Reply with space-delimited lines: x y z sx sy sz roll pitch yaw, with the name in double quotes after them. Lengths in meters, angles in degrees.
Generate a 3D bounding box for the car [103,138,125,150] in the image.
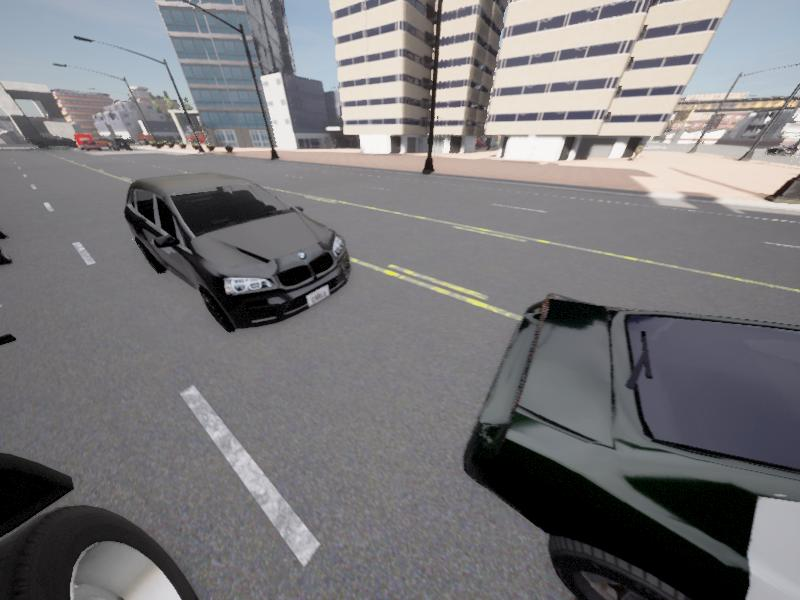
-56.367 -30.802 45.507 4.605 1.855 1.932 27 43 33 "car"

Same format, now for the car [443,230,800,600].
2.951 1.263 0.819 4.974 1.542 2.038 22 41 28 "car"

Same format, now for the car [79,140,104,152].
-53.240 -26.576 39.834 3.988 1.617 1.851 25 42 31 "car"

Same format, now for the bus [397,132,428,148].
4.334 -56.796 82.074 10.273 4.253 3.944 22 40 26 "bus"

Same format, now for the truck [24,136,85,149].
-68.781 -31.504 46.197 2.390 2.098 6.274 19 39 25 "truck"

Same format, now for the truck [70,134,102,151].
-59.216 -29.830 43.605 5.204 2.467 2.627 28 44 32 "truck"

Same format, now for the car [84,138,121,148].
-69.073 -36.629 53.740 2.097 1.767 4.553 5 35 6 "car"

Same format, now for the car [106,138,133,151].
-50.397 -27.987 41.566 3.866 1.878 1.905 23 41 28 "car"

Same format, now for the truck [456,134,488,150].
22.372 -49.506 72.472 8.468 3.827 2.891 20 40 27 "truck"

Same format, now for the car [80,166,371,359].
-3.070 -1.250 4.207 4.611 1.667 2.242 22 41 28 "car"

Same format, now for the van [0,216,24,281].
-9.720 -1.621 4.410 4.442 1.987 1.775 22 41 28 "van"

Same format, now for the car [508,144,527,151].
32.510 -42.429 64.157 4.193 1.474 1.816 20 40 27 "car"

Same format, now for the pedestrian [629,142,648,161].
28.342 -17.629 27.511 0.751 1.860 0.751 -25 42 -31 "pedestrian"

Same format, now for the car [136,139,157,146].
-65.877 -40.988 60.140 1.789 1.549 3.705 -6 36 -9 "car"
